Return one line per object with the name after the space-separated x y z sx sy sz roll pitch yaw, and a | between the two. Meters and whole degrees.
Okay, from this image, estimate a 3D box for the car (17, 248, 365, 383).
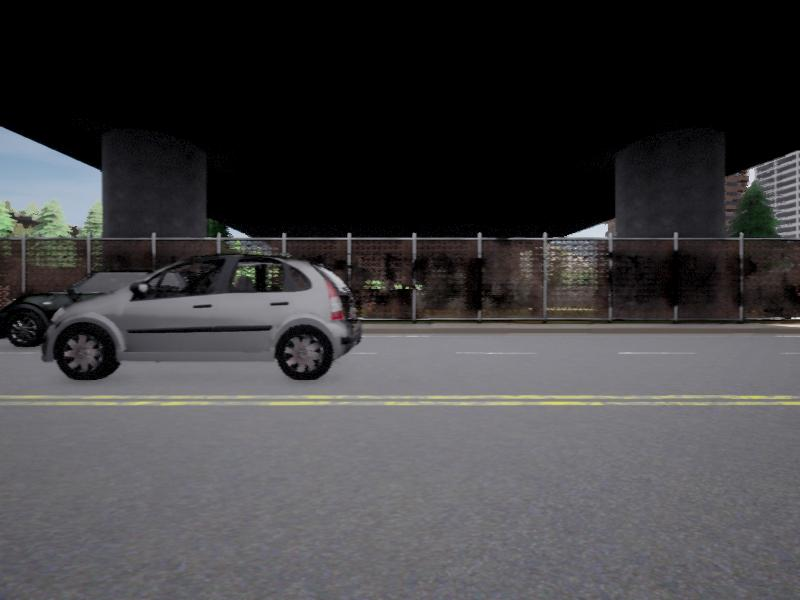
-2.574 0.187 5.700 3.988 1.617 1.851 0 0 0 | car

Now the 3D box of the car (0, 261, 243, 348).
-6.288 0.092 9.195 4.553 1.767 2.097 0 0 0 | car
